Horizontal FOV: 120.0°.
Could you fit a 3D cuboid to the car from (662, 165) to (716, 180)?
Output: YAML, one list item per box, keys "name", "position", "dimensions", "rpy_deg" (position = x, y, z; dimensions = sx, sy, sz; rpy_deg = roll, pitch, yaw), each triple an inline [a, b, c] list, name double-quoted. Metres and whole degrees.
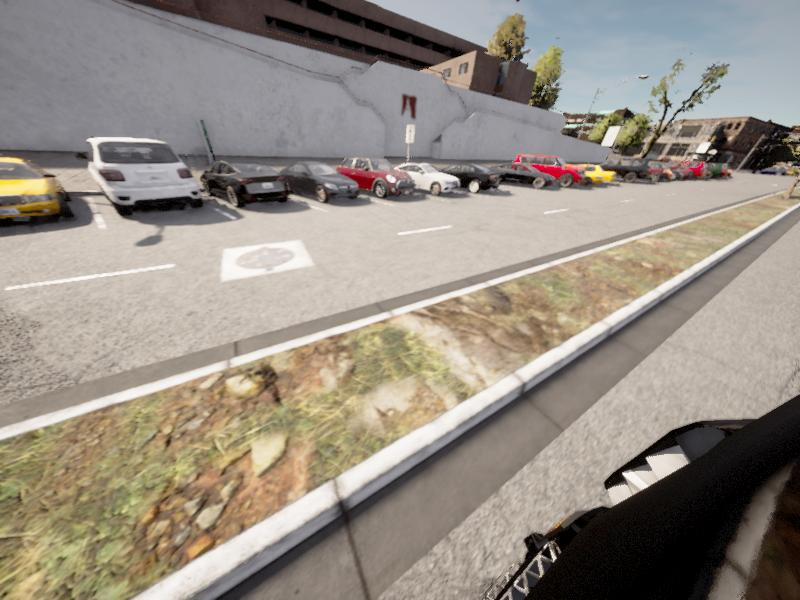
- name: "car"
  position: [42.843, -19.037, 34.398]
  dimensions: [4.674, 1.452, 2.002]
  rpy_deg: [26, 40, 32]

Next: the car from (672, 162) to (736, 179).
- name: "car"
  position: [48.099, -20.728, 36.847]
  dimensions: [5.566, 2.045, 2.435]
  rpy_deg: [26, 39, 32]

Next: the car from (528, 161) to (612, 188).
- name: "car"
  position: [14.418, -10.891, 19.871]
  dimensions: [5.366, 1.575, 1.946]
  rpy_deg: [26, 40, 32]

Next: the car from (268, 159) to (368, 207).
- name: "car"
  position: [-3.909, -5.672, 10.873]
  dimensions: [4.674, 1.452, 2.002]
  rpy_deg: [26, 39, 32]

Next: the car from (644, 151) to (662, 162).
- name: "car"
  position: [69.498, -39.359, 63.484]
  dimensions: [2.435, 2.045, 5.566]
  rpy_deg: [32, 42, 28]

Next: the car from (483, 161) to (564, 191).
- name: "car"
  position: [9.103, -9.422, 17.367]
  dimensions: [4.792, 1.488, 2.163]
  rpy_deg: [26, 40, 32]

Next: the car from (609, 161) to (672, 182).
- name: "car"
  position: [27.282, -14.766, 26.418]
  dimensions: [4.553, 1.767, 2.185]
  rpy_deg: [26, 40, 32]

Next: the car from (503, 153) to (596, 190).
- name: "car"
  position: [11.710, -10.409, 18.518]
  dimensions: [5.566, 2.045, 2.435]
  rpy_deg: [26, 40, 32]

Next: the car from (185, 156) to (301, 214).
- name: "car"
  position: [-6.537, -4.949, 9.562]
  dimensions: [4.792, 1.488, 2.163]
  rpy_deg: [26, 40, 32]

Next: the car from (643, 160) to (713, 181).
- name: "car"
  position: [37.628, -17.833, 31.634]
  dimensions: [5.566, 2.045, 2.435]
  rpy_deg: [26, 40, 32]

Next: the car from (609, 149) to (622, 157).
- name: "car"
  position: [65.045, -44.340, 69.598]
  dimensions: [2.231, 1.521, 4.892]
  rpy_deg: [32, 42, 28]

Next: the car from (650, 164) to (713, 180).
- name: "car"
  position: [40.098, -18.415, 33.165]
  dimensions: [5.366, 1.575, 1.946]
  rpy_deg: [26, 40, 32]

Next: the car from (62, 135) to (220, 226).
- name: "car"
  position: [-9.121, -4.446, 8.098]
  dimensions: [5.566, 2.045, 2.435]
  rpy_deg: [26, 40, 32]

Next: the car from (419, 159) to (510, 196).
- name: "car"
  position: [3.887, -7.947, 14.755]
  dimensions: [5.008, 1.535, 2.097]
  rpy_deg: [26, 40, 32]

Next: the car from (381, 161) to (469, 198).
- name: "car"
  position: [1.284, -7.168, 13.481]
  dimensions: [4.674, 1.452, 2.002]
  rpy_deg: [26, 40, 32]

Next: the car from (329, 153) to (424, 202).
- name: "car"
  position: [-1.330, -6.569, 12.102]
  dimensions: [4.553, 1.767, 2.185]
  rpy_deg: [26, 40, 32]

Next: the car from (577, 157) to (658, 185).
- name: "car"
  position: [22.044, -13.411, 23.759]
  dimensions: [5.566, 2.045, 2.435]
  rpy_deg: [26, 40, 32]

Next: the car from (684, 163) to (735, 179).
- name: "car"
  position: [50.781, -21.392, 38.110]
  dimensions: [4.442, 1.987, 1.878]
  rpy_deg: [26, 39, 32]

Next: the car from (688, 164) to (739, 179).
- name: "car"
  position: [53.339, -22.048, 39.491]
  dimensions: [4.553, 1.767, 2.185]
  rpy_deg: [27, 40, 32]

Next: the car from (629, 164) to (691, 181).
- name: "car"
  position: [32.446, -16.149, 29.137]
  dimensions: [4.892, 1.521, 2.231]
  rpy_deg: [26, 39, 32]

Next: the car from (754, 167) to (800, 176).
- name: "car"
  position: [90.040, -30.746, 55.301]
  dimensions: [1.946, 1.575, 5.366]
  rpy_deg: [-27, 43, -37]

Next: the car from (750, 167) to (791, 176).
- name: "car"
  position: [87.128, -30.296, 54.471]
  dimensions: [2.163, 1.488, 4.792]
  rpy_deg: [-27, 43, -37]

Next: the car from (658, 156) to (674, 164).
- name: "car"
  position: [70.919, -37.386, 61.646]
  dimensions: [2.002, 1.452, 4.674]
  rpy_deg: [32, 42, 28]

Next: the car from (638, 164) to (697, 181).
- name: "car"
  position: [35.018, -16.865, 30.471]
  dimensions: [4.792, 1.488, 2.163]
  rpy_deg: [26, 40, 32]

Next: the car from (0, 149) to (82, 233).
- name: "car"
  position: [-11.565, -3.427, 6.810]
  dimensions: [5.366, 1.575, 1.946]
  rpy_deg: [26, 39, 32]

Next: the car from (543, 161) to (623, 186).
- name: "car"
  position: [16.725, -11.773, 21.367]
  dimensions: [5.366, 1.575, 1.946]
  rpy_deg: [26, 40, 32]

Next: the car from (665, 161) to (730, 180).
- name: "car"
  position: [45.437, -20.022, 35.566]
  dimensions: [5.566, 2.045, 2.435]
  rpy_deg: [26, 40, 32]

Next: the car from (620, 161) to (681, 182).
- name: "car"
  position: [29.834, -15.529, 27.768]
  dimensions: [4.553, 1.767, 2.185]
  rpy_deg: [26, 39, 32]
